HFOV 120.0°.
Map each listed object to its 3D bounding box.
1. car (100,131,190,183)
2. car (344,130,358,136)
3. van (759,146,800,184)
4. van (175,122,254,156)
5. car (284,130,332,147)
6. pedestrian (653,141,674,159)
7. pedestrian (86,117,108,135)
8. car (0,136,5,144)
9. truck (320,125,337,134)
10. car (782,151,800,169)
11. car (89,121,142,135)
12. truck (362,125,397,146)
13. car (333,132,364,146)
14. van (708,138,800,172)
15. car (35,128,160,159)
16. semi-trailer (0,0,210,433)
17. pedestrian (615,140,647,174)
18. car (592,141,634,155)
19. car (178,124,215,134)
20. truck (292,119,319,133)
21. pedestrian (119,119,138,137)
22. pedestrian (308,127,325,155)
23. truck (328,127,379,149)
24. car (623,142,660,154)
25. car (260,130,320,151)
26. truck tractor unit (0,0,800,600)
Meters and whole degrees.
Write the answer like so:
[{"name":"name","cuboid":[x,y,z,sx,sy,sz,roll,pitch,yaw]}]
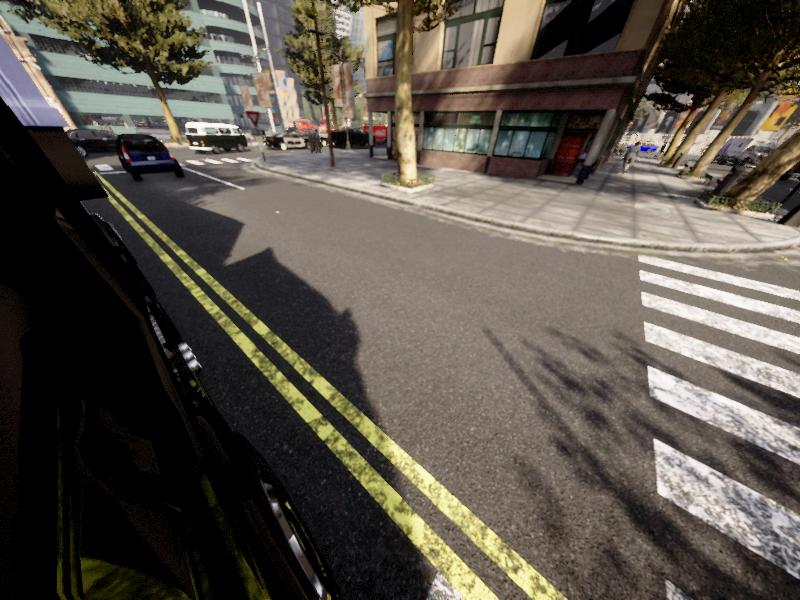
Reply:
[{"name":"car","cuboid":[-11.756,-6.682,10.647,3.988,1.617,1.851,30,44,32]},{"name":"car","cuboid":[-15.031,-51.092,70.640,4.181,1.385,1.994,28,43,30]},{"name":"van","cuboid":[29.096,-9.697,16.579,2.069,2.038,4.480,27,43,30]},{"name":"van","cuboid":[-15.061,-13.421,19.206,2.069,2.038,4.480,11,37,11]},{"name":"car","cuboid":[-11.352,-20.216,28.923,1.930,1.638,5.238,28,43,30]},{"name":"pedestrian","cuboid":[33.597,-19.192,29.503,0.751,1.860,0.751,15,38,17]},{"name":"pedestrian","cuboid":[-40.277,-23.064,30.716,0.751,1.860,0.751,16,39,18]},{"name":"car","cuboid":[-36.790,-13.282,18.379,2.033,1.411,5.357,28,43,30]},{"name":"truck","cuboid":[-24.856,-59.243,80.207,5.204,2.467,2.627,25,42,28]},{"name":"car","cuboid":[47.603,-16.134,26.646,3.988,1.617,1.851,-6,37,-11]},{"name":"car","cuboid":[-43.774,-26.543,35.681,2.161,1.482,4.786,27,43,30]},{"name":"truck","cuboid":[-3.142,-26.200,36.756,2.627,2.467,5.204,28,43,30]},{"name":"car","cuboid":[-7.321,-22.929,32.944,1.970,1.475,3.806,28,43,30]},{"name":"van","cuboid":[38.957,-16.393,25.849,2.351,2.431,6.366,23,41,13]},{"name":"car","cuboid":[-20.252,-10.769,15.800,1.837,1.490,4.892,28,43,30]},{"name":"semi-trailer","cuboid":[-9.227,-3.160,3.661,14.254,4.402,2.717,21,41,24]},{"name":"pedestrian","cuboid":[15.543,-9.600,15.565,0.751,1.860,0.751,27,43,29]},{"name":"car","cuboid":[34.828,-24.979,37.844,4.611,1.667,2.242,28,44,31]},{"name":"car","cuboid":[-39.541,-33.336,45.021,2.128,1.511,4.902,27,43,30]},{"name":"truck","cuboid":[-32.581,-60.172,79.899,8.468,3.827,2.891,17,39,20]},{"name":"pedestrian","cuboid":[-34.512,-21.865,29.409,0.751,1.860,0.751,-24,44,-31]},{"name":"pedestrian","cuboid":[-6.939,-13.269,19.298,0.751,1.860,0.751,-26,45,-33]},{"name":"truck","cuboid":[-5.830,-20.946,29.825,2.390,2.098,6.274,28,43,30]},{"name":"car","cuboid":[44.436,-28.057,42.646,4.514,1.525,2.007,28,43,30]},{"name":"car","cuboid":[-11.444,-16.897,24.434,1.930,1.638,5.238,28,43,30]},{"name":"truck tractor unit","cuboid":[-2.645,-0.295,0.351,6.516,4.208,3.053,28,44,30]}]
